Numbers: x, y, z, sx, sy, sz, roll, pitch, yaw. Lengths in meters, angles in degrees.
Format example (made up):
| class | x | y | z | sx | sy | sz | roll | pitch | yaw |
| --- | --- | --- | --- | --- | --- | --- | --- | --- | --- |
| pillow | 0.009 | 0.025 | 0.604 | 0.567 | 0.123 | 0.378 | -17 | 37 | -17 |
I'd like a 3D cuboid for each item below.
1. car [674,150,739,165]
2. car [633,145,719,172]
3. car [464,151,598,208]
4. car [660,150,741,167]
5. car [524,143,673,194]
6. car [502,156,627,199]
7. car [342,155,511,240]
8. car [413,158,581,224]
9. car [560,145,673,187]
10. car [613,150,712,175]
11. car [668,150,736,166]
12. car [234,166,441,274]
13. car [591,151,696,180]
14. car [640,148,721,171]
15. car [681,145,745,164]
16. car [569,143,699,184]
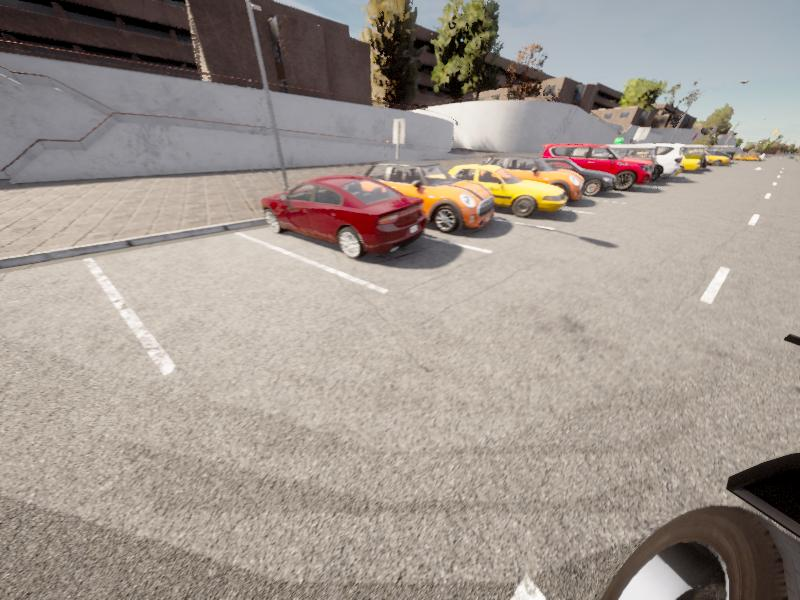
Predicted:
| class | x | y | z | sx | sy | sz | roll | pitch | yaw |
| --- | --- | --- | --- | --- | --- | --- | --- | --- | --- |
| car | 39.705 | -18.657 | 30.156 | 4.674 | 1.452 | 2.002 | 21 | 40 | 28 |
| car | 25.170 | -13.173 | 21.414 | 4.442 | 1.987 | 1.878 | 21 | 39 | 28 |
| car | 5.542 | -5.493 | 10.204 | 4.553 | 1.767 | 2.185 | 21 | 40 | 29 |
| car | 34.981 | -16.747 | 27.202 | 5.366 | 1.575 | 1.946 | 21 | 39 | 28 |
| car | 10.469 | -7.516 | 12.923 | 5.566 | 2.045 | 2.435 | 21 | 39 | 28 |
| car | 8.003 | -6.318 | 11.688 | 4.674 | 1.452 | 2.002 | 21 | 40 | 28 |
| car | 0.667 | -3.539 | 7.405 | 4.553 | 1.767 | 2.185 | 21 | 40 | 29 |
| car | 3.286 | -4.351 | 8.771 | 5.366 | 1.575 | 1.946 | 21 | 40 | 29 |
| car | 12.976 | -8.426 | 14.306 | 4.442 | 1.987 | 1.878 | 21 | 39 | 28 |
| car | 22.477 | -12.136 | 20.251 | 5.366 | 1.575 | 1.946 | 21 | 40 | 28 |
| car | 37.265 | -17.716 | 28.739 | 4.674 | 1.452 | 2.002 | 21 | 39 | 28 |
| car | -1.740 | -2.435 | 6.058 | 5.008 | 1.535 | 2.097 | 21 | 40 | 29 |
| car | 17.753 | -10.185 | 17.325 | 5.008 | 1.535 | 2.097 | 22 | 39 | 28 |
| car | 27.486 | -14.082 | 22.963 | 4.553 | 1.767 | 2.185 | 21 | 39 | 28 |
| car | 42.243 | -19.790 | 31.383 | 4.442 | 1.987 | 1.878 | 21 | 39 | 28 |
| car | 15.293 | -9.448 | 15.771 | 5.566 | 2.045 | 2.435 | 21 | 40 | 28 |
